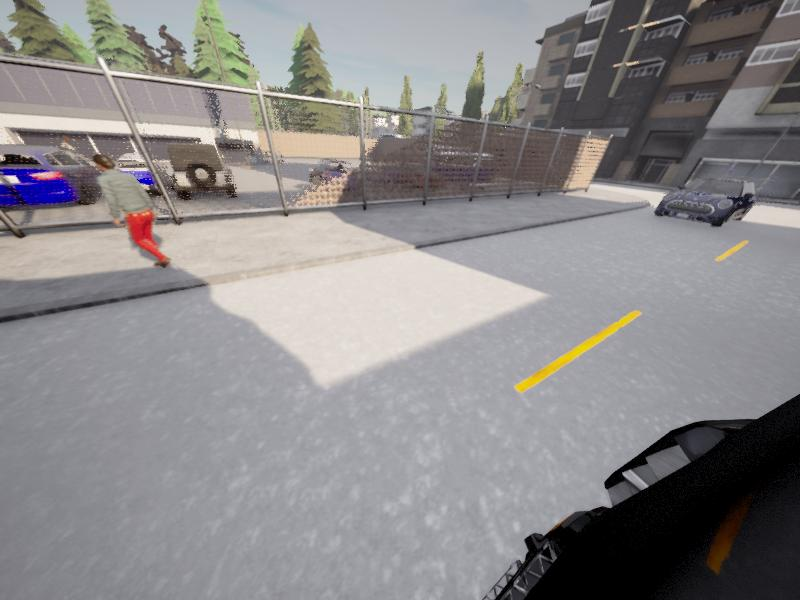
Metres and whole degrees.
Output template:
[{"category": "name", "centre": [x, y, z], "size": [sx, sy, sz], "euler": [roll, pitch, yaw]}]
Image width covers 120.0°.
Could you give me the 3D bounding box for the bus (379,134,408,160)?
[{"category": "bus", "centre": [-1.187, -33.170, 49.980], "size": [3.944, 4.253, 10.273], "euler": [8, 35, 10]}]

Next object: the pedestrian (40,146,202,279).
[{"category": "pedestrian", "centre": [-4.314, -1.390, 3.800], "size": [0.751, 1.860, 0.751], "euler": [8, 34, 7]}]

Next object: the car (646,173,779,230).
[{"category": "car", "centre": [13.744, -4.505, 10.219], "size": [4.553, 1.767, 2.097], "euler": [-15, 37, -25]}]

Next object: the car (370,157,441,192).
[{"category": "car", "centre": [0.302, -7.439, 13.670], "size": [3.705, 1.547, 1.789], "euler": [-16, 38, -26]}]
